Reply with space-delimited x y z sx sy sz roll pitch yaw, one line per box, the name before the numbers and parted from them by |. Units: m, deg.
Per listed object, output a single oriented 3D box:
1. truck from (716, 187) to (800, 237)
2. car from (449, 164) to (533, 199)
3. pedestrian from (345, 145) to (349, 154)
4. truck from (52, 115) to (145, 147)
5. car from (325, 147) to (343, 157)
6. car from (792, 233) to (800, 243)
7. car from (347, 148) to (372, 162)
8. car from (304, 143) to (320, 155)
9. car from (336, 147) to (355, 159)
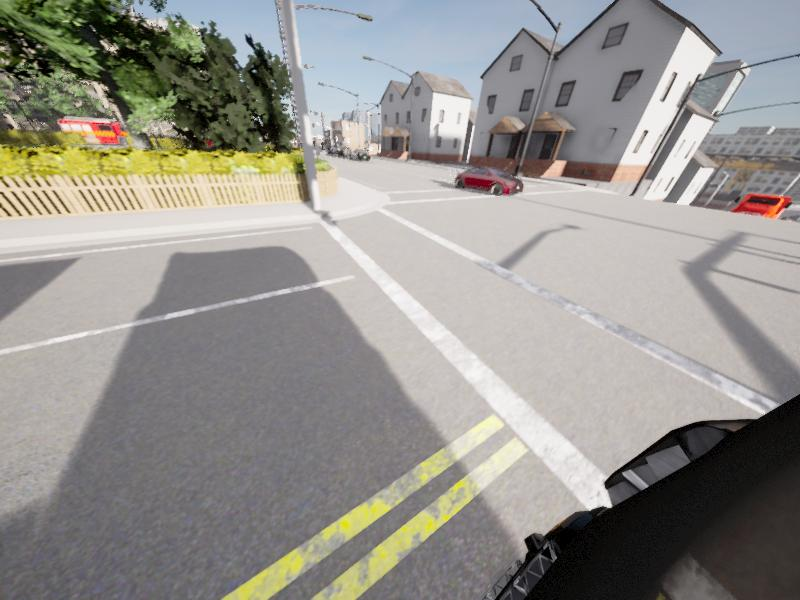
truck | 28.254 -6.898 18.367 5.204 2.467 2.627 -3 31 -34
car | 5.440 -7.443 14.305 1.994 1.385 4.181 -24 42 -34
pedestrian | -13.906 -39.574 60.642 0.751 1.860 0.751 -15 38 -25
truck | -51.035 -28.830 39.742 8.468 3.827 2.891 -15 38 -25
car | -12.829 -28.769 44.798 1.812 1.442 4.674 -16 38 -26
car | 30.436 -4.971 16.285 4.605 1.855 1.932 -3 31 -34
car | -6.302 -22.294 35.517 2.038 1.542 4.974 -16 38 -26
car | -17.380 -29.703 45.453 1.932 1.855 4.605 -15 37 -25
car | -9.546 -25.565 40.102 1.851 1.617 3.988 -16 38 -26
